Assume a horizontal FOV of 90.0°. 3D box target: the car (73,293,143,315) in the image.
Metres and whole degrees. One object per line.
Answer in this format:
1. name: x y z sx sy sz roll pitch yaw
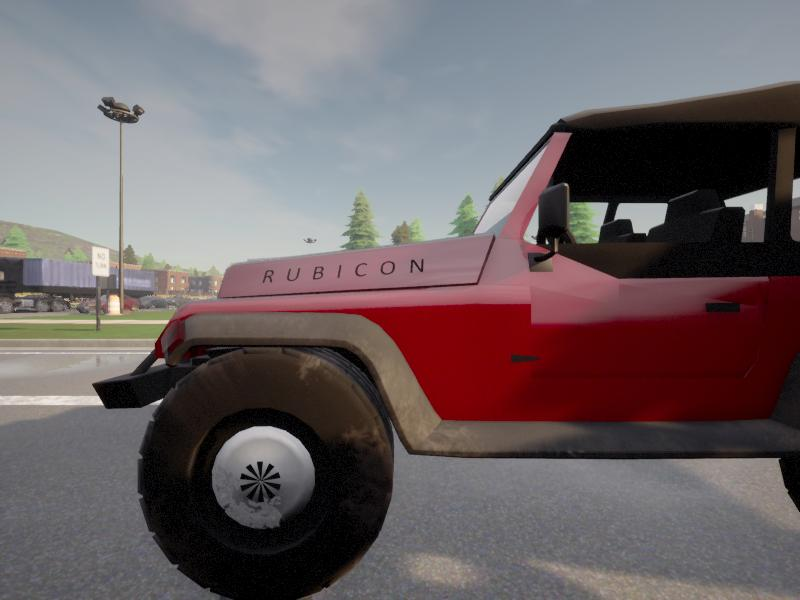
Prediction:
1. car: -21.270 0.270 29.442 1.812 1.442 4.674 0 0 -1

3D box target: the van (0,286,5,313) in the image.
1. van: -31.764 -0.029 28.907 2.069 2.038 4.480 0 0 -1

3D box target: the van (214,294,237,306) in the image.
1. van: -28.714 -0.002 65.963 1.775 1.987 4.442 0 0 -1

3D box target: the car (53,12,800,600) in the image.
1. car: 0.853 0.046 2.203 3.866 1.878 1.905 0 0 0

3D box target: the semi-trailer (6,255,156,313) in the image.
1. semi-trailer: -28.357 -1.216 37.218 2.717 4.402 14.254 0 0 -1

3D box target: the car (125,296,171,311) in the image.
1. car: -24.897 0.307 39.701 1.994 1.385 4.181 0 0 -1

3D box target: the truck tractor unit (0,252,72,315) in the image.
1. truck tractor unit: -28.257 -1.115 29.302 3.053 4.208 6.516 0 0 0

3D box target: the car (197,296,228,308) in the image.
1. car: -25.066 0.246 53.624 1.837 1.490 4.892 0 0 -1

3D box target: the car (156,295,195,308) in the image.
1. car: -28.535 0.181 51.101 2.152 1.651 5.027 0 0 -1
